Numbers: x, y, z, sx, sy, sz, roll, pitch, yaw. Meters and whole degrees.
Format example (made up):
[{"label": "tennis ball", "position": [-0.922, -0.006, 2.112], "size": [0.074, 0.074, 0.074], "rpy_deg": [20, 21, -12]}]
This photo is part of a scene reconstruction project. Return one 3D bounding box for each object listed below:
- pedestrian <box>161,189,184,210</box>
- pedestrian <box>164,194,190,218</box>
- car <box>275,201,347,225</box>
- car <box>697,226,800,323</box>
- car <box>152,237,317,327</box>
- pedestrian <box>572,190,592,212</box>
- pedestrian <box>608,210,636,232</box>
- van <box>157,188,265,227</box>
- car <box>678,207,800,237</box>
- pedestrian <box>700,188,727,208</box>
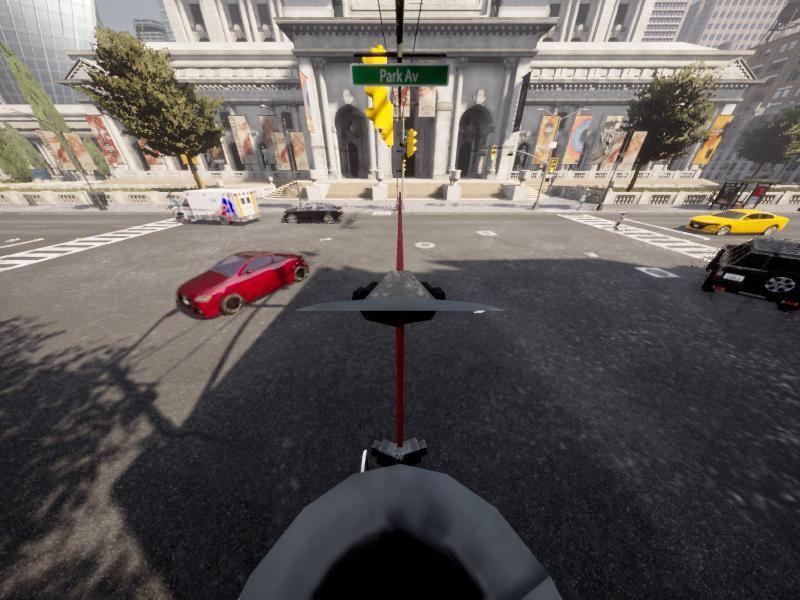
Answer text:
[{"label": "pedestrian", "position": [-23.096, -10.225, 23.503], "size": [0.751, 1.860, 0.751], "rpy_deg": [1, 30, 3]}, {"label": "pedestrian", "position": [-19.774, -8.322, 20.510], "size": [0.751, 1.860, 0.751], "rpy_deg": [-1, 30, -1]}, {"label": "car", "position": [-7.057, -7.177, 18.926], "size": [4.902, 1.511, 2.128], "rpy_deg": [0, 30, 0]}, {"label": "car", "position": [12.873, -1.217, 8.242], "size": [4.605, 1.855, 1.932], "rpy_deg": [-22, 35, -32]}, {"label": "car", "position": [-5.412, -0.965, 8.307], "size": [1.994, 1.385, 4.181], "rpy_deg": [16, 34, 25]}, {"label": "pedestrian", "position": [17.533, -9.547, 22.328], "size": [0.751, 1.860, 0.751], "rpy_deg": [4, 30, 7]}, {"label": "pedestrian", "position": [15.687, -5.608, 16.370], "size": [0.751, 1.300, 0.751], "rpy_deg": [-1, 30, -2]}, {"label": "van", "position": [-14.794, -7.440, 18.464], "size": [6.366, 2.431, 2.351], "rpy_deg": [4, 30, 7]}, {"label": "car", "position": [22.852, -5.344, 15.723], "size": [5.008, 1.535, 1.882], "rpy_deg": [0, 30, 0]}, {"label": "pedestrian", "position": [33.447, -10.909, 24.687], "size": [0.751, 1.860, 0.751], "rpy_deg": [4, 30, 7]}]
